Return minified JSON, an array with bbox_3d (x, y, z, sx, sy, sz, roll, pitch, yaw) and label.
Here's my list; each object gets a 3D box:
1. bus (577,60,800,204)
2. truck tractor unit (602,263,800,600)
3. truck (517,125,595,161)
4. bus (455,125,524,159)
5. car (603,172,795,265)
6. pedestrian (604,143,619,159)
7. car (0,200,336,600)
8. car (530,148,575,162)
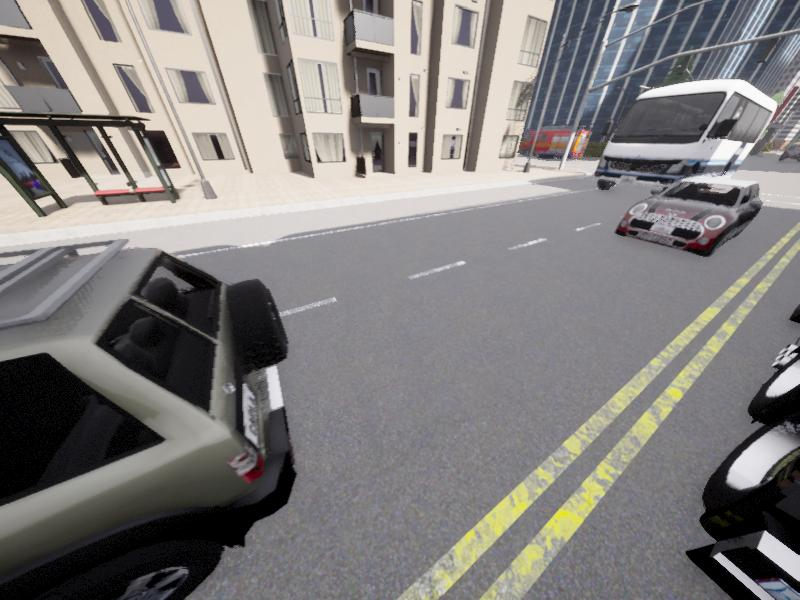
[{"bbox_3d":[14.997,-8.072,12.018,10.273,4.253,3.944,-17,38,-25],"label":"bus"},{"bbox_3d":[5.106,-0.307,0.779,6.516,4.208,3.053,-18,39,-24],"label":"truck tractor unit"},{"bbox_3d":[22.239,-22.951,33.800,2.891,3.827,8.468,-18,39,-24],"label":"truck"},{"bbox_3d":[14.470,-26.799,38.920,3.944,4.253,10.273,-18,40,-24],"label":"bus"},{"bbox_3d":[7.941,-2.417,6.242,3.806,1.475,1.970,-18,39,-24],"label":"car"},{"bbox_3d":[29.791,-21.092,32.599,0.751,1.860,0.751,-22,41,-28],"label":"pedestrian"},{"bbox_3d":[-2.949,0.969,0.947,4.605,1.855,1.932,-17,39,-25],"label":"car"},{"bbox_3d":[20.456,-19.642,31.246,1.895,1.301,4.718,-18,39,-24],"label":"car"}]
